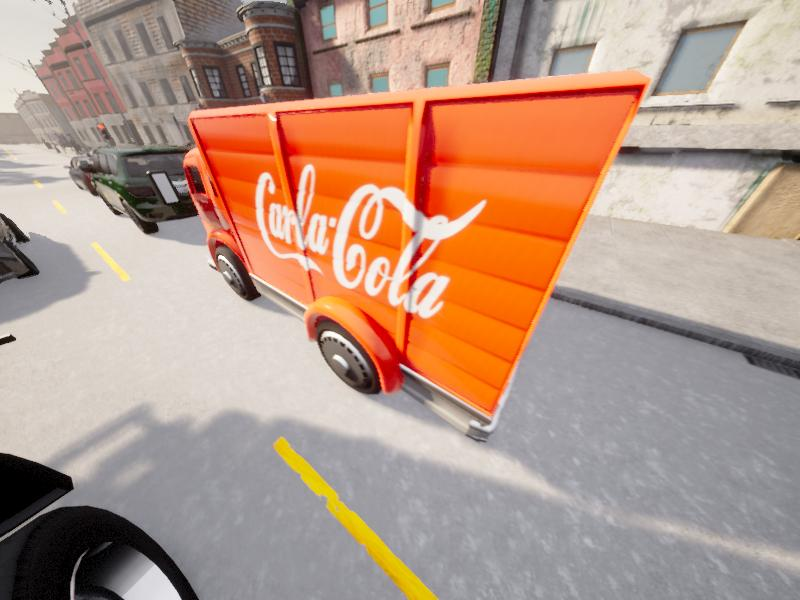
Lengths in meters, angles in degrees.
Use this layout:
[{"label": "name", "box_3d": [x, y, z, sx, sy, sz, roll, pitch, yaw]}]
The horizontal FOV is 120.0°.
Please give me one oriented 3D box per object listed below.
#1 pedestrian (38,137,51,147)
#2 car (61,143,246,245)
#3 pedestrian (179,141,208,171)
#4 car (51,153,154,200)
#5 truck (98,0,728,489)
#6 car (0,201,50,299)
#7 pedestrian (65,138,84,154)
[{"label": "pedestrian", "box_3d": [-80.441, -35.689, 52.237, 0.751, 1.860, 0.751, 19, 39, 25]}, {"label": "car", "box_3d": [-7.786, -3.671, 7.307, 5.566, 2.045, 2.150, 22, 41, 28]}, {"label": "pedestrian", "box_3d": [-15.354, -10.708, 17.195, 0.751, 1.860, 0.751, 19, 39, 24]}, {"label": "car", "box_3d": [-14.515, -6.174, 11.272, 4.514, 1.525, 2.007, 22, 41, 28]}, {"label": "truck", "box_3d": [-0.812, -1.007, 3.200, 5.204, 2.467, 2.627, 22, 41, 28]}, {"label": "car", "box_3d": [-9.050, -1.224, 4.133, 4.611, 1.667, 2.242, 23, 41, 27]}, {"label": "pedestrian", "box_3d": [-48.017, -22.737, 34.071, 0.751, 1.860, 0.751, 19, 39, 25]}]
